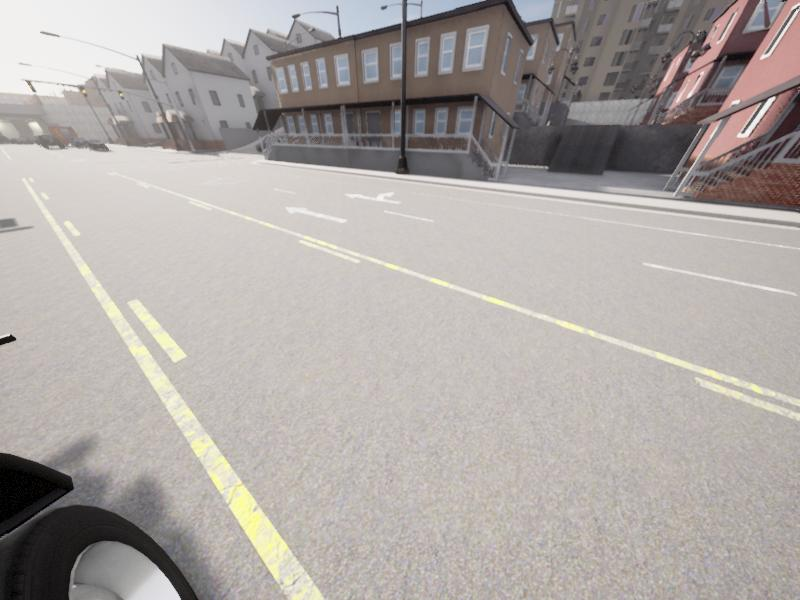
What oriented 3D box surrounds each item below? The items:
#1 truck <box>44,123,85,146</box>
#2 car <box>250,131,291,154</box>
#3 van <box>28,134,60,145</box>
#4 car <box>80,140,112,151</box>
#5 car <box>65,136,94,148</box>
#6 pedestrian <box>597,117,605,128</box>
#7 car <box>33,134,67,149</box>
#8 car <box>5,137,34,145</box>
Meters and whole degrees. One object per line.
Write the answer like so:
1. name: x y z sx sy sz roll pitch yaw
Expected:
1. truck: -72.151 -35.447 49.689 8.468 3.827 2.891 22 40 28
2. car: -19.286 -23.620 34.591 1.882 1.535 5.008 21 56 27
3. van: -84.640 -38.234 54.943 4.480 2.038 2.069 11 36 14
4. car: -49.316 -25.072 37.423 5.357 1.411 2.033 22 41 28
5. car: -60.815 -29.961 43.817 4.553 1.767 2.097 22 41 28
6. pedestrian: 42.578 -37.523 48.935 0.751 1.860 0.751 22 40 27
7. car: -62.179 -28.158 41.032 5.566 2.045 2.150 23 41 27
8. car: -87.094 -36.411 52.910 4.181 1.385 1.994 11 37 15
